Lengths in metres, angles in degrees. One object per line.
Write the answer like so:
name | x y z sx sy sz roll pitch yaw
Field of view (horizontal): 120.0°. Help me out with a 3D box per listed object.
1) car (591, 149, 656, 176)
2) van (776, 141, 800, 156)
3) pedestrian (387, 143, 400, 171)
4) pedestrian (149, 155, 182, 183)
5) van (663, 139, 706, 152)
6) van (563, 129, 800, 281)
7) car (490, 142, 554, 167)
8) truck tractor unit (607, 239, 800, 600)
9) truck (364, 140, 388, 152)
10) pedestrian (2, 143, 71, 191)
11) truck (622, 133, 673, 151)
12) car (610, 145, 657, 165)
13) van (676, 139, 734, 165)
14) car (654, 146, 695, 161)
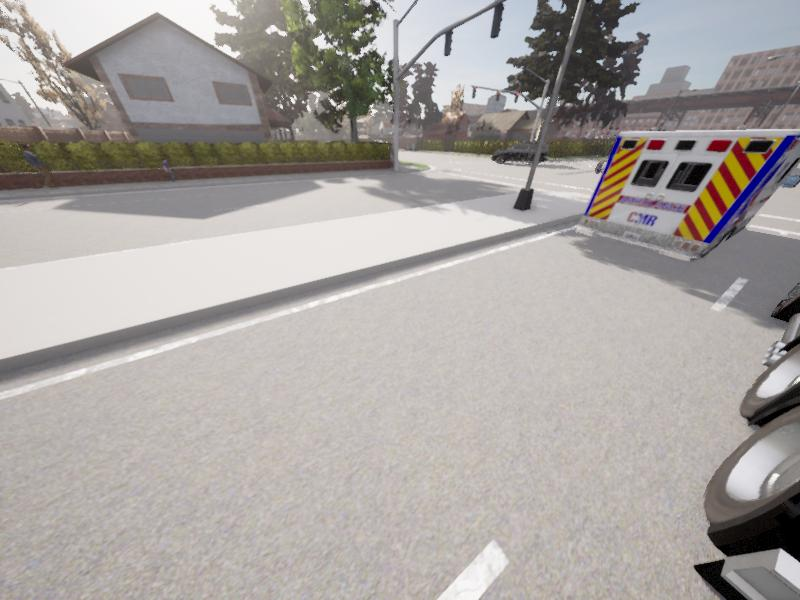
car | 18.707 -11.589 19.361 4.856 1.649 2.033 -19 39 -25
van | 79.257 -29.273 44.615 2.351 2.431 6.366 -19 39 -25
pedestrian | -0.552 -11.529 18.574 0.751 1.860 0.751 -18 39 -24
pedestrian | -13.000 -7.296 12.857 0.751 1.300 0.751 -18 39 -25
van | 70.123 -38.162 57.120 1.988 2.561 5.915 -19 39 -25
van | 7.751 -2.871 6.064 6.366 2.431 2.351 -18 39 -25
car | 13.141 -15.896 25.106 5.566 2.045 2.150 20 40 25
truck tractor unit | 5.071 -0.340 0.834 6.516 4.208 3.053 -20 40 -26
truck | -5.141 -32.398 48.496 2.390 2.098 6.274 -19 39 -26
pedestrian | -16.836 -6.224 10.793 0.751 1.860 0.751 -21 40 -28
truck | 68.612 -44.056 64.452 2.891 3.827 8.468 -19 39 -25
car | 27.150 -16.900 26.837 4.605 1.855 1.932 -18 39 -25
van | 37.642 -18.336 28.522 6.366 2.431 2.351 -19 39 -25
car | 38.982 -20.798 32.767 5.027 1.651 2.152 -19 39 -25
